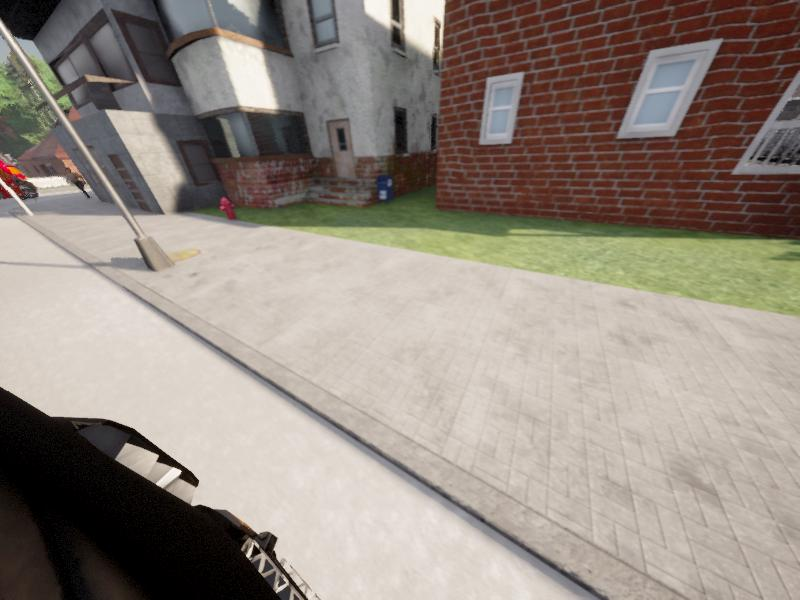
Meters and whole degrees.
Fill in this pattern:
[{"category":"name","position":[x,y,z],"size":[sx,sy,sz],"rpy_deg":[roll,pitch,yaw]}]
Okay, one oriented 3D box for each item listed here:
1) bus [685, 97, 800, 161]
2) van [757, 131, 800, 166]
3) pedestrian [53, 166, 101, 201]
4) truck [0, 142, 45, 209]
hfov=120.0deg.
[{"category":"bus","position":[34.140,-16.564,22.715],"size":[3.944,4.253,10.273],"rpy_deg":[16,38,26]},{"category":"van","position":[29.734,-11.109,16.788],"size":[2.069,2.038,4.480],"rpy_deg":[16,38,26]},{"category":"pedestrian","position":[-20.697,-7.491,14.864],"size":[0.751,1.860,0.751],"rpy_deg":[-16,36,-19]},{"category":"truck","position":[-27.346,-7.692,14.113],"size":[2.891,3.827,8.468],"rpy_deg":[-26,40,-30]}]
